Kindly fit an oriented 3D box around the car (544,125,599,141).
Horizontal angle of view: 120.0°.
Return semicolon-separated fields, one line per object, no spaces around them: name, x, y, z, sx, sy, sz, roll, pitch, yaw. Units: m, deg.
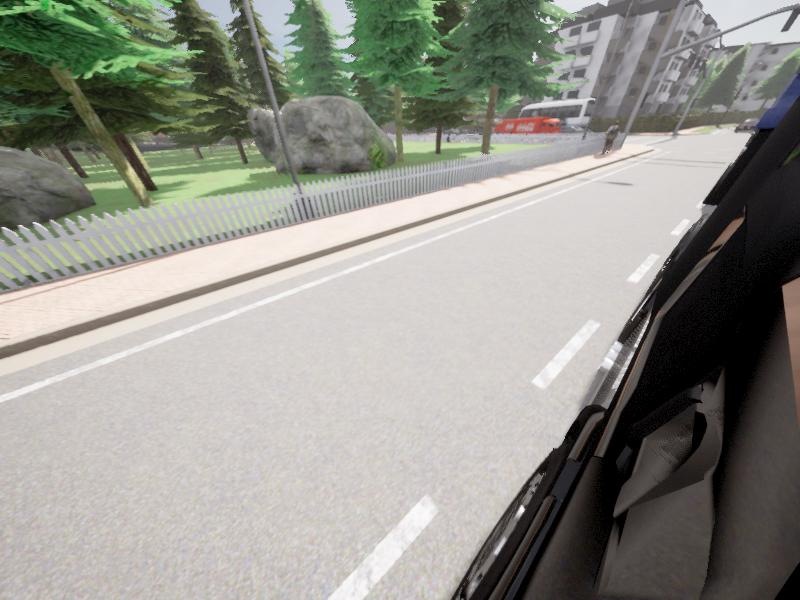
car;21.114;-20.727;28.707;2.128;1.511;4.902;-25;42;-27

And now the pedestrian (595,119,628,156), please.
pedestrian;13.386;-10.272;14.661;0.751;1.860;0.751;-26;43;-28

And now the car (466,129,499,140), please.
car;13.342;-26.761;37.470;1.895;1.301;4.718;-25;42;-27

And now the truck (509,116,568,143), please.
truck;16.822;-20.925;28.456;2.627;2.467;5.204;-25;42;-27

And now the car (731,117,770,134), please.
car;42.087;-20.947;27.727;4.181;1.385;1.994;-27;43;-29

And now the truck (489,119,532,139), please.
truck;17.589;-27.413;37.086;2.627;2.467;5.204;-25;43;-27

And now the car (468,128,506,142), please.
car;12.498;-23.952;33.604;1.837;1.490;4.892;-25;42;-27

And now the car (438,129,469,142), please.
car;8.626;-26.999;37.936;1.837;1.490;4.892;-25;42;-27

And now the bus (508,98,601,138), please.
bus;22.830;-27.407;35.233;3.944;4.253;10.273;-25;42;-27

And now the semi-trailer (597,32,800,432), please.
semi-trailer;8.750;-3.574;4.169;14.254;4.402;2.717;-28;43;-29

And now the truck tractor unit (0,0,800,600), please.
truck tractor unit;2.645;-0.295;0.351;6.516;4.208;3.053;-28;44;-30
